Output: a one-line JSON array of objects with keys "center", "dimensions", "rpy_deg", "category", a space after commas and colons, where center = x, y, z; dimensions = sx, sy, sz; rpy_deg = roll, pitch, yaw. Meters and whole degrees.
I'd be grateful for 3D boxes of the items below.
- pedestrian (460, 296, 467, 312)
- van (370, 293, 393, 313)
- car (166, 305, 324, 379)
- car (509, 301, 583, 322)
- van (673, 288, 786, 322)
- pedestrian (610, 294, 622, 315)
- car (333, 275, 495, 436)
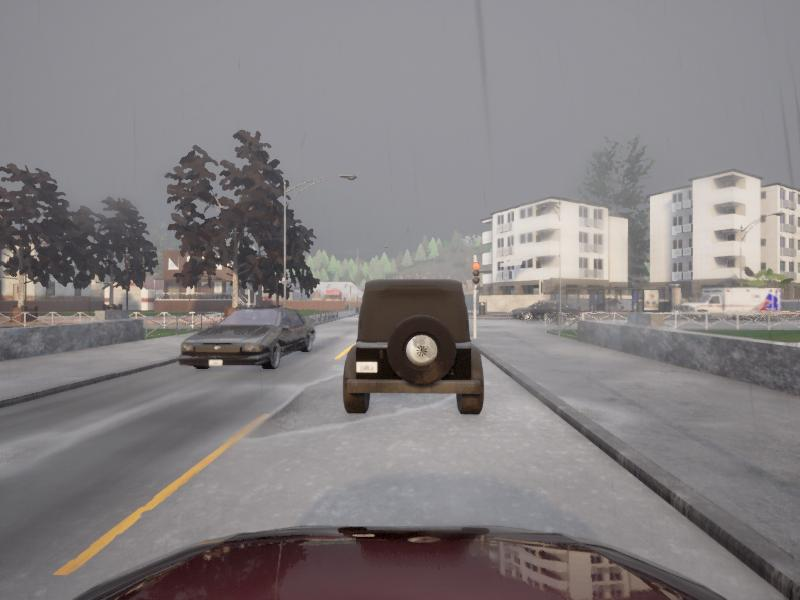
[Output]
[{"center": [7.431, 0.438, 47.134], "dimensions": [0.751, 1.860, 0.751], "rpy_deg": [0, 0, 3], "category": "pedestrian"}, {"center": [-2.300, 0.379, 51.361], "dimensions": [2.351, 2.431, 6.366], "rpy_deg": [0, 0, 2], "category": "van"}, {"center": [-3.676, 0.894, 10.818], "dimensions": [2.033, 1.411, 5.357], "rpy_deg": [0, 0, 2], "category": "car"}, {"center": [10.933, 0.844, 30.246], "dimensions": [4.892, 1.490, 1.837], "rpy_deg": [0, 0, 2], "category": "car"}, {"center": [24.385, 0.378, 29.794], "dimensions": [6.366, 2.431, 2.351], "rpy_deg": [0, 0, 2], "category": "van"}, {"center": [19.412, 0.417, 35.939], "dimensions": [0.751, 1.860, 0.751], "rpy_deg": [0, 0, 2], "category": "pedestrian"}, {"center": [0.220, 0.646, 6.640], "dimensions": [1.905, 1.878, 3.866], "rpy_deg": [0, 0, 2], "category": "car"}]
